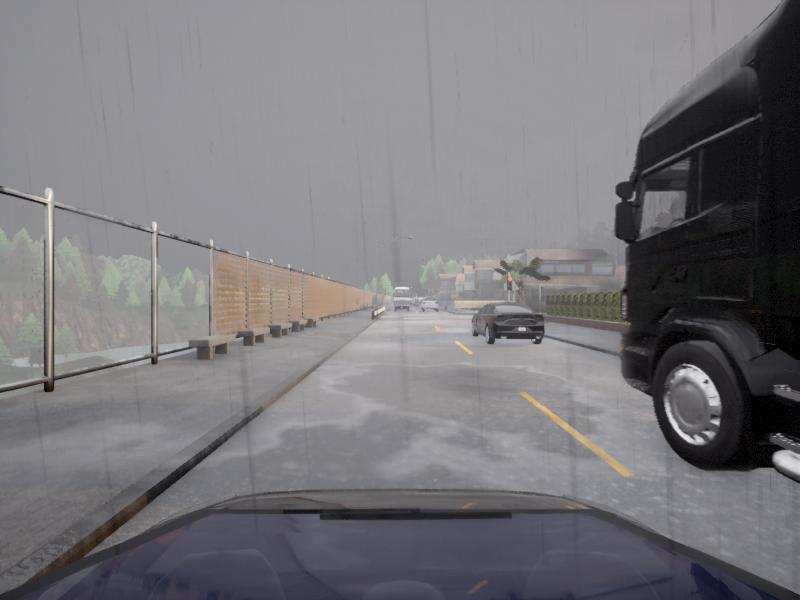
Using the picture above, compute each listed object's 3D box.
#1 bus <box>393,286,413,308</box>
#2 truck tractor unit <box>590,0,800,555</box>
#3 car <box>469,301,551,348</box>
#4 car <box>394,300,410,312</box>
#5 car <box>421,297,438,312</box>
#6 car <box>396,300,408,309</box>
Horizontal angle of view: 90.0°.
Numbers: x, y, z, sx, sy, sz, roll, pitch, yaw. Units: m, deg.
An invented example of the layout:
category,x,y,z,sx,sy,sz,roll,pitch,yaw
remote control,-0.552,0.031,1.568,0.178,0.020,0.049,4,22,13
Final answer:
category,x,y,z,sx,sy,sz,roll,pitch,yaw
bus,0.551,-0.538,83.810,3.944,4.253,10.273,0,0,0
truck tractor unit,4.008,-0.518,1.971,3.053,4.208,6.516,0,0,0
car,4.085,0.823,15.817,1.882,1.535,5.008,0,0,0
car,0.308,0.781,57.555,2.152,1.651,5.027,0,0,1
car,4.217,0.569,57.753,2.150,2.045,5.566,0,0,2
car,0.375,0.824,72.797,2.242,1.667,4.611,0,0,0
